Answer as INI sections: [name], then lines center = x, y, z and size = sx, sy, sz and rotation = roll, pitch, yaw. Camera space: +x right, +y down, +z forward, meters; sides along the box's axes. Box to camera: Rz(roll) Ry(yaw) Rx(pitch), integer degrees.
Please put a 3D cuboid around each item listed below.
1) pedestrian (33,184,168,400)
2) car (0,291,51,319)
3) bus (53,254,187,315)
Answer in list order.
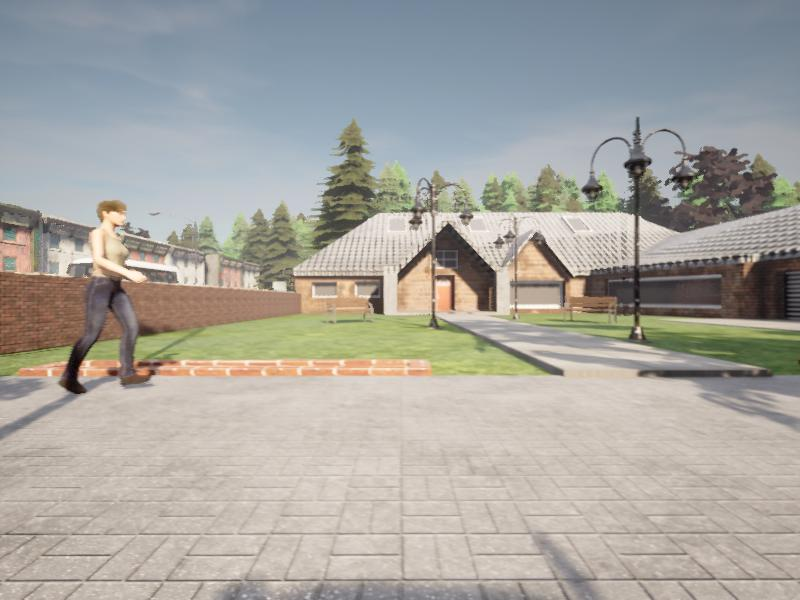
[pedestrian]
center = -2.805, -0.071, 3.842
size = 0.751, 1.860, 0.751
rotation = 0, 0, -4
[car]
center = -22.479, 0.262, 22.919
size = 1.845, 1.501, 3.633
rotation = 0, 0, 0
[bus]
center = -22.349, -1.098, 33.160
size = 3.944, 4.253, 10.273
rotation = 0, 0, 0
